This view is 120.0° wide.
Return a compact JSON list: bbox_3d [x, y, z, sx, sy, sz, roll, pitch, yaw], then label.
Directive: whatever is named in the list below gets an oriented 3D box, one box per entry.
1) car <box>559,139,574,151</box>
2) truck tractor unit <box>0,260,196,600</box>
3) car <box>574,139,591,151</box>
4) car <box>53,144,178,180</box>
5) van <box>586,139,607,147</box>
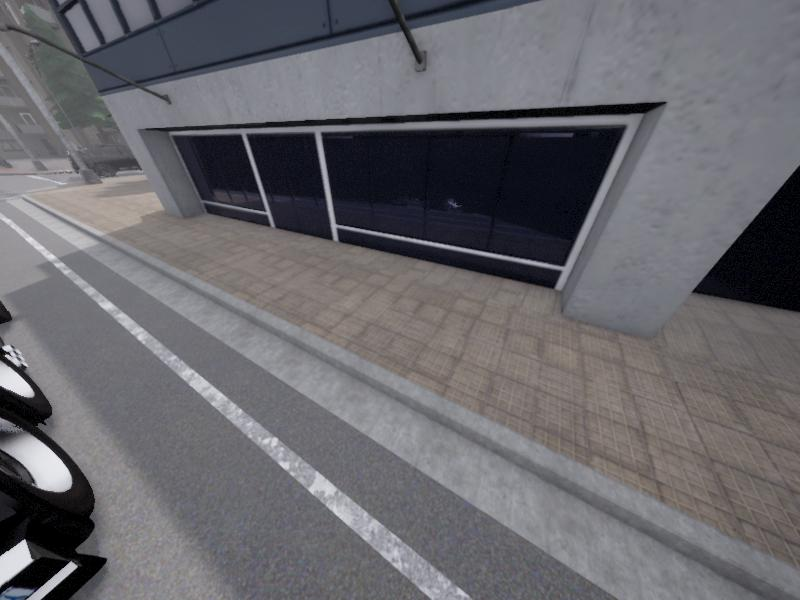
[{"bbox_3d":[34.701,-32.413,48.267,1.932,1.855,4.605,17,38,23],"label":"car"},{"bbox_3d":[-5.105,-0.306,0.789,6.516,4.208,3.053,19,39,24],"label":"truck tractor unit"},{"bbox_3d":[37.444,-31.844,47.393,1.905,1.878,3.866,17,38,23],"label":"car"},{"bbox_3d":[-22.027,-11.097,18.345,2.150,2.045,5.566,17,39,23],"label":"car"},{"bbox_3d":[61.761,-49.327,72.601,4.442,1.987,1.775,18,39,24],"label":"van"}]
